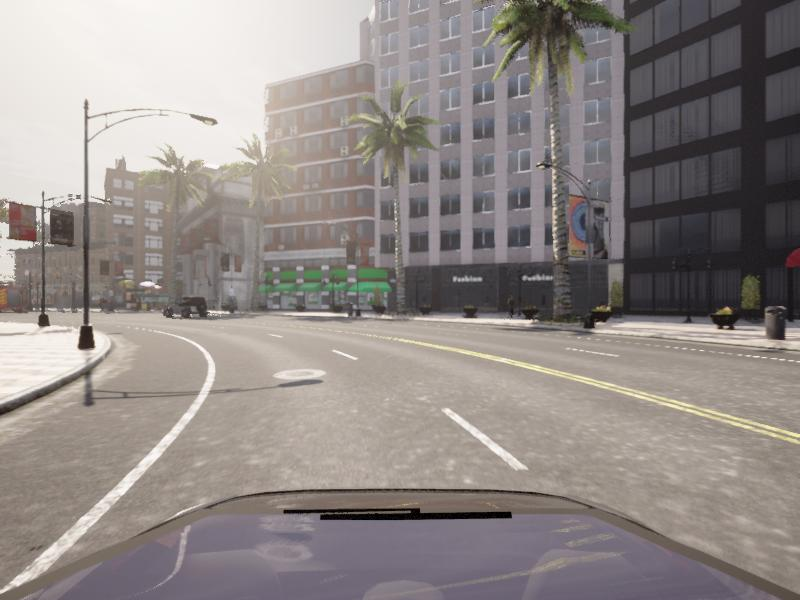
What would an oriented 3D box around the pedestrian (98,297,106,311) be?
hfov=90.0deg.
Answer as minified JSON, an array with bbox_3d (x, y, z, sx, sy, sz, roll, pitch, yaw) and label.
[{"bbox_3d":[-40.167,0.519,53.876,0.751,1.860,0.751,0,0,-44],"label":"pedestrian"}]

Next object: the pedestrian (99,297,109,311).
[{"bbox_3d":[-39.609,0.519,53.533,0.751,1.860,0.751,0,0,13],"label":"pedestrian"}]

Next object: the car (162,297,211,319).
[{"bbox_3d":[-18.508,0.664,34.692,3.866,1.878,1.905,0,0,26],"label":"car"}]

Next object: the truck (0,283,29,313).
[{"bbox_3d":[-53.771,-0.283,53.367,8.468,3.827,2.891,0,0,22],"label":"truck"}]

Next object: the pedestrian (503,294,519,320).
[{"bbox_3d":[7.969,0.489,28.712,0.751,1.860,0.751,0,0,-39],"label":"pedestrian"}]
